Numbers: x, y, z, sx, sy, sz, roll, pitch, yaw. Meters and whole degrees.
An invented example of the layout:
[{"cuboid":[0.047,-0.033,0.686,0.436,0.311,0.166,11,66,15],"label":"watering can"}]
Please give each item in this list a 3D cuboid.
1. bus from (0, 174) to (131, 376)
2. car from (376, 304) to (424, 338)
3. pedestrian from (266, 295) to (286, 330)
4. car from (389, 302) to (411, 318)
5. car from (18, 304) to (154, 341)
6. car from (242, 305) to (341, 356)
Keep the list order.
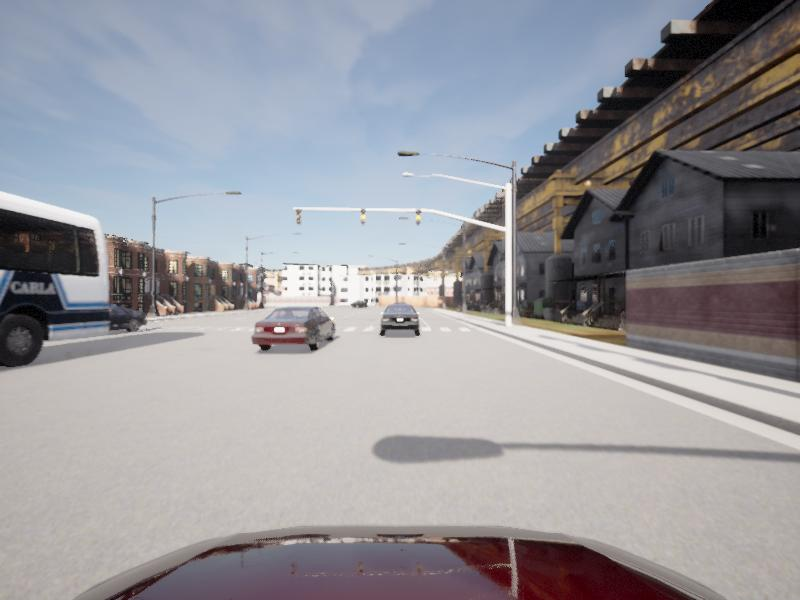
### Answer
[{"cuboid":[-10.377,-0.527,7.364,3.944,4.253,10.273,0,0,0],"label":"bus"},{"cuboid":[0.004,0.912,19.819,2.033,1.411,5.357,0,0,0],"label":"car"},{"cuboid":[-6.804,0.657,21.961,0.751,1.860,0.751,0,0,16],"label":"pedestrian"},{"cuboid":[0.007,0.929,39.383,2.033,1.411,5.357,0,0,0],"label":"car"},{"cuboid":[-14.002,0.911,18.414,2.033,1.411,5.357,0,0,0],"label":"car"},{"cuboid":[-3.497,0.907,14.106,2.033,1.411,5.357,0,0,0],"label":"car"}]
